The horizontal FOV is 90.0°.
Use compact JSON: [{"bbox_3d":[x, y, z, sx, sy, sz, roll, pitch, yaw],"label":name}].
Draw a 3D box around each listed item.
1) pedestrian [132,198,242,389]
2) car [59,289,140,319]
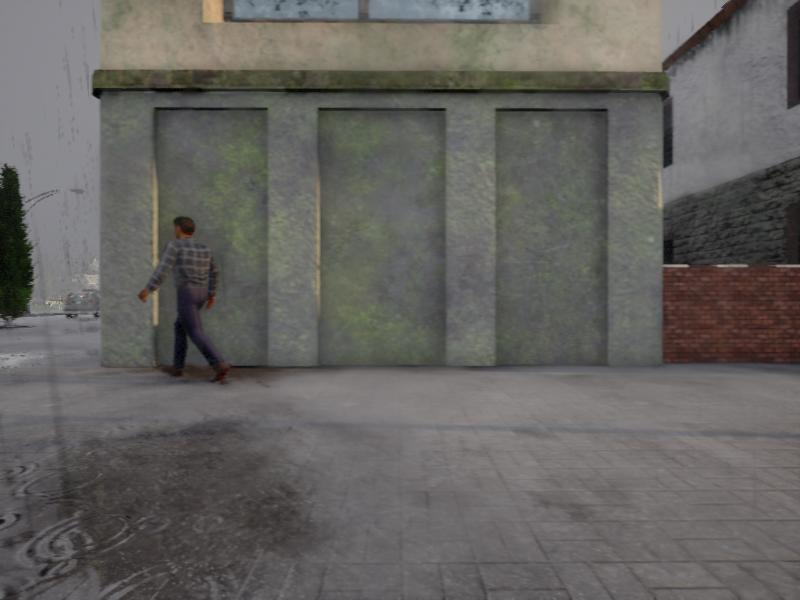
[{"bbox_3d":[-2.293,-0.064,4.370,0.751,1.860,0.751,0,0,20],"label":"pedestrian"},{"bbox_3d":[-16.725,0.226,22.500,1.789,1.549,3.705,0,0,-1],"label":"car"}]
